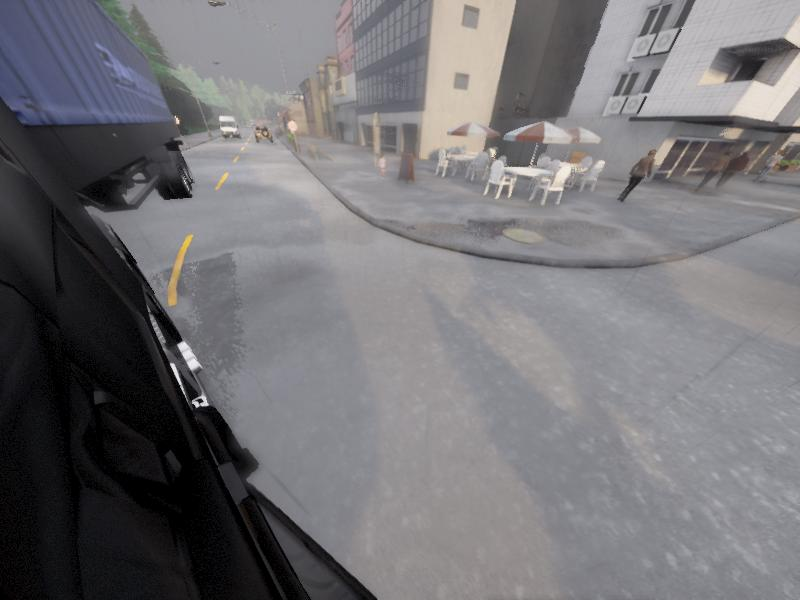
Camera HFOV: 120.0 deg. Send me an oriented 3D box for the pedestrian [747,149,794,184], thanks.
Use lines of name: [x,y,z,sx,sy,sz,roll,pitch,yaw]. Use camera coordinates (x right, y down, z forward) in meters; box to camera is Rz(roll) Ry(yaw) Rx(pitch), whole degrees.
pedestrian: [24.457,-8.839,15.310,0.751,1.860,0.751,-24,44,-31]

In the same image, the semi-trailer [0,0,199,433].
semi-trailer: [-7.410,-4.247,5.185,2.717,4.402,14.254,-20,42,-27]

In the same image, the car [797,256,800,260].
car: [12.326,-1.667,5.393,5.008,1.535,1.882,-14,40,-21]

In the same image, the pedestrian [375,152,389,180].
pedestrian: [-0.872,-6.396,11.053,0.500,1.100,0.500,-16,40,-23]

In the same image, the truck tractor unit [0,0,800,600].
truck tractor unit: [-2.645,-0.295,0.352,6.516,4.208,3.053,28,44,30]

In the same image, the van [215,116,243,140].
van: [-23.973,-24.305,32.629,1.988,2.561,5.915,-14,40,-21]

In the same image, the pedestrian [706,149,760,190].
pedestrian: [17.980,-7.066,12.518,0.751,1.860,0.751,-22,43,-29]

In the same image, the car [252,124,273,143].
car: [-18.557,-22.619,31.270,1.932,1.855,4.605,-14,40,-21]

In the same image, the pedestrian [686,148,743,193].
pedestrian: [15.598,-6.431,11.512,0.751,1.860,0.751,-21,43,-28]

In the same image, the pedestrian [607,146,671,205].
pedestrian: [9.020,-4.716,8.792,0.751,1.860,0.751,-19,42,-26]
